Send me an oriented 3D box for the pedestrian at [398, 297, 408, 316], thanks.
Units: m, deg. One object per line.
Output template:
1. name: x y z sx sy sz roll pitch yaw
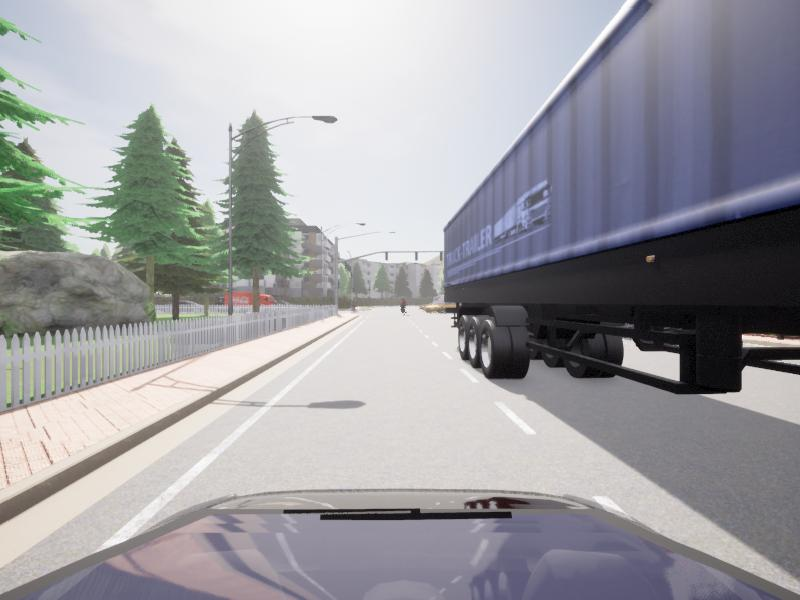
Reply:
1. pedestrian: 0.341 0.637 40.296 0.751 1.860 0.751 0 0 -26

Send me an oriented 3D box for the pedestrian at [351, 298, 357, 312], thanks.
1. pedestrian: -6.101 0.637 53.398 0.751 1.860 0.751 0 0 1

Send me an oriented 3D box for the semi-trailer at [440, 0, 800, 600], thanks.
1. semi-trailer: 3.062 -0.618 6.800 2.717 4.402 14.254 0 0 -2

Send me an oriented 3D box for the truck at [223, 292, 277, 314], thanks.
1. truck: -17.188 0.357 46.139 5.204 2.467 2.627 0 0 0

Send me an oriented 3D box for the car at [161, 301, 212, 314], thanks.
1. car: -24.545 0.845 46.090 4.892 1.490 1.837 0 0 0

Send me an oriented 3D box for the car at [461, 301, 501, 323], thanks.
1. car: 6.005 0.823 30.287 1.882 1.535 5.008 0 0 -2

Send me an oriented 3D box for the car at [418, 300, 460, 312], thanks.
1. car: 5.151 0.801 53.285 5.366 1.575 1.801 0 0 0

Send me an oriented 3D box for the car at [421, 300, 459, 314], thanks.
1. car: 4.788 0.802 47.216 1.801 1.575 5.366 0 0 39

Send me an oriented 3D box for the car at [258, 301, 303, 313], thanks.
1. car: -14.752 0.836 49.654 4.902 1.511 2.128 0 0 0
